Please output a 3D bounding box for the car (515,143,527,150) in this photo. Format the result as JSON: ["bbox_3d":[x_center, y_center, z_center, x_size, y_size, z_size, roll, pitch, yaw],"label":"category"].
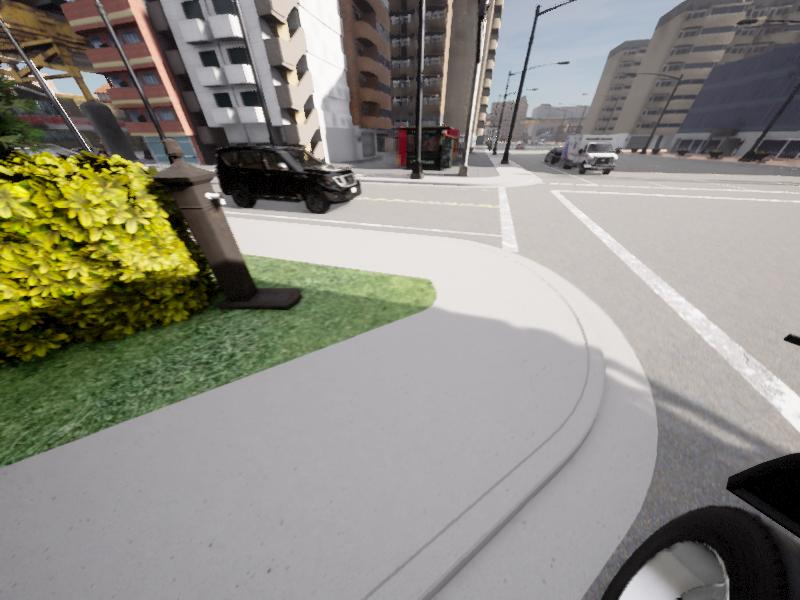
[{"bbox_3d":[35.318,-44.950,67.726,2.242,1.667,4.611,9,36,13],"label":"car"}]

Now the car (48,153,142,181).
[{"bbox_3d":[-21.291,-9.382,16.223,4.674,1.442,1.812,9,36,13],"label":"car"}]

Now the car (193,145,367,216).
[{"bbox_3d":[-4.397,-4.803,9.035,5.566,2.045,2.150,9,36,13],"label":"car"}]

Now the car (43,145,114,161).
[{"bbox_3d":[-43.503,-20.086,31.482,1.930,1.638,5.238,9,36,13],"label":"car"}]

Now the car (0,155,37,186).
[{"bbox_3d":[-26.515,-8.146,14.480,4.792,1.488,2.163,9,36,13],"label":"car"}]

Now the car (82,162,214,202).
[{"bbox_3d":[-11.877,-5.704,11.034,4.718,1.301,1.895,9,36,13],"label":"car"}]

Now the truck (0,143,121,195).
[{"bbox_3d":[-19.615,-7.296,12.670,6.274,2.098,2.390,9,36,14],"label":"truck"}]

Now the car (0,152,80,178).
[{"bbox_3d":[-28.570,-10.565,17.940,4.792,1.488,2.163,8,36,12],"label":"car"}]

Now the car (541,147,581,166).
[{"bbox_3d":[17.220,-15.622,25.043,2.128,1.511,4.902,9,35,13],"label":"car"}]

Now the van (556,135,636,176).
[{"bbox_3d":[15.120,-11.726,18.563,2.351,2.431,6.366,9,36,13],"label":"van"}]
